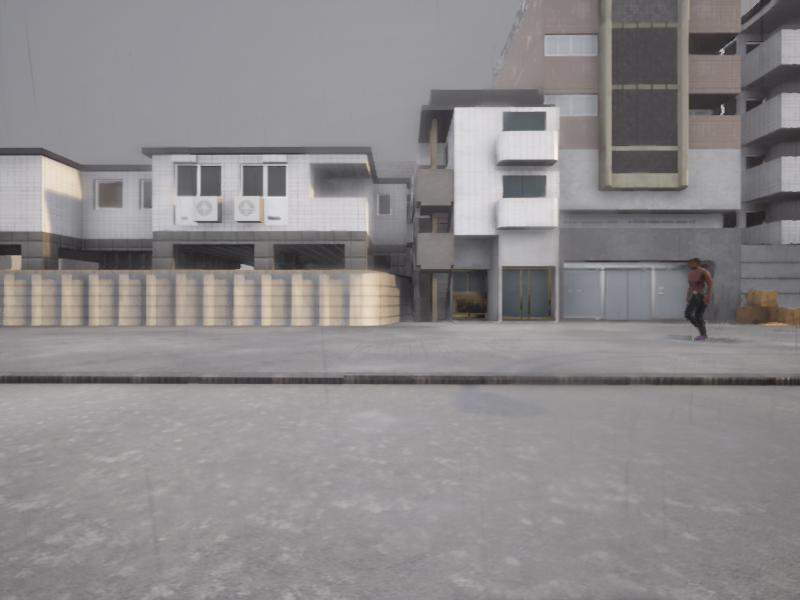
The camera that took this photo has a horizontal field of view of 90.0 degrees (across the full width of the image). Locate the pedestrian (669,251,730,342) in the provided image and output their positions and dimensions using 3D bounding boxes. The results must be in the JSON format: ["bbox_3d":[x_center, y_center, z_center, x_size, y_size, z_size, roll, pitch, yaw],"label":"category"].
[{"bbox_3d":[6.399,-0.065,8.585,0.751,1.860,0.751,0,0,-1],"label":"pedestrian"}]
